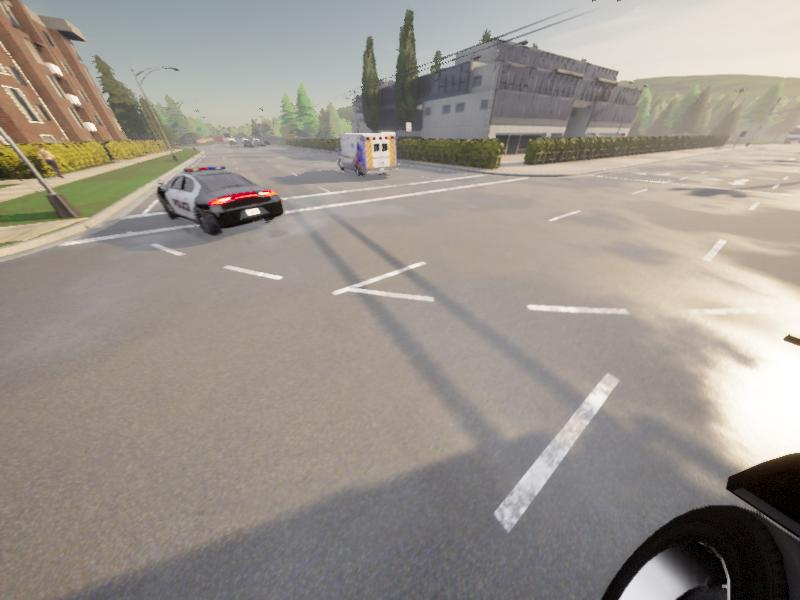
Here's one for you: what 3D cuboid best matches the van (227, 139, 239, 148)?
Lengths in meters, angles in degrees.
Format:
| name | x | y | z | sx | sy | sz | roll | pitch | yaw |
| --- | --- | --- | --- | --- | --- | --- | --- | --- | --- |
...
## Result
| name | x | y | z | sx | sy | sz | roll | pitch | yaw |
| --- | --- | --- | --- | --- | --- | --- | --- | --- | --- |
| van | -49.175 | -46.128 | 67.893 | 2.069 | 2.038 | 4.480 | -20 | 40 | -26 |

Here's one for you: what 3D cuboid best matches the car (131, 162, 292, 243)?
| name | x | y | z | sx | sy | sz | roll | pitch | yaw |
| --- | --- | --- | --- | --- | --- | --- | --- | --- | --- |
| car | -6.073 | -3.387 | 7.419 | 4.974 | 1.542 | 2.038 | 21 | 40 | 28 |

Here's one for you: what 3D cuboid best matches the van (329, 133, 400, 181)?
| name | x | y | z | sx | sy | sz | roll | pitch | yaw |
| --- | --- | --- | --- | --- | --- | --- | --- | --- | --- |
| van | -2.731 | -10.517 | 16.696 | 2.351 | 2.431 | 6.366 | -21 | 41 | -24 |

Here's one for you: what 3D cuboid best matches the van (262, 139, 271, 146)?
| name | x | y | z | sx | sy | sz | roll | pitch | yaw |
| --- | --- | --- | --- | --- | --- | --- | --- | --- | --- |
| van | -47.370 | -55.867 | 81.698 | 1.775 | 1.987 | 4.442 | -20 | 40 | -26 |

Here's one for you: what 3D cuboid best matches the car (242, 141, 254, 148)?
| name | x | y | z | sx | sy | sz | roll | pitch | yaw |
| --- | --- | --- | --- | --- | --- | --- | --- | --- | --- |
| car | -43.190 | -44.245 | 65.602 | 2.242 | 1.667 | 4.611 | -20 | 40 | -26 |

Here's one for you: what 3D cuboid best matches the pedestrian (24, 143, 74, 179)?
| name | x | y | z | sx | sy | sz | roll | pitch | yaw |
| --- | --- | --- | --- | --- | --- | --- | --- | --- | --- |
| pedestrian | -22.093 | -8.762 | 14.596 | 0.751 | 1.860 | 0.751 | -20 | 40 | -26 |
